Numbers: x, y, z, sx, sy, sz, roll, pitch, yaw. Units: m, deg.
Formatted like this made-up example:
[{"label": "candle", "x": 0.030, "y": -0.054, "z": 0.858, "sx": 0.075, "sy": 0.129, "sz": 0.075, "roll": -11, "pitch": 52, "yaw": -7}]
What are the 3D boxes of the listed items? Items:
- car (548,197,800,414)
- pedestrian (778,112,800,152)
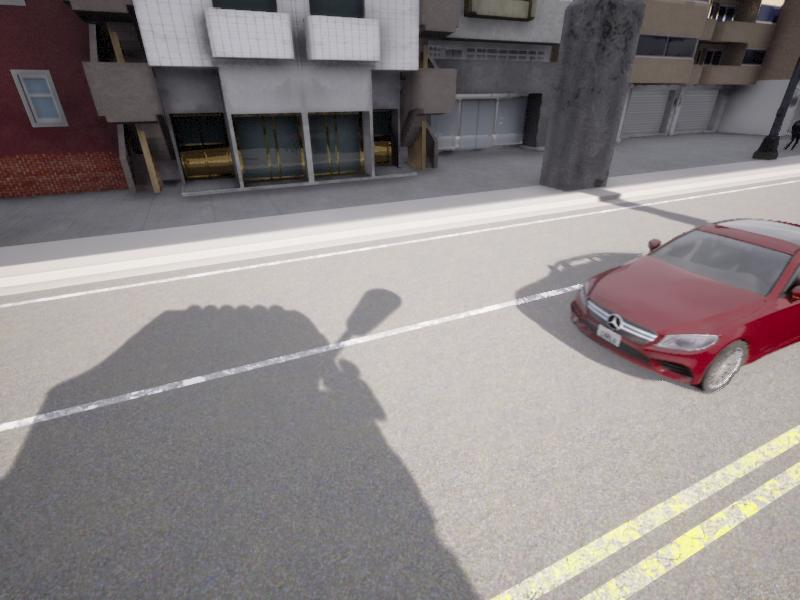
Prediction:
[{"label": "car", "x": 4.601, "y": -0.262, "z": 5.488, "sx": 4.674, "sy": 1.442, "sz": 1.812, "roll": -12, "pitch": 29, "yaw": -21}, {"label": "pedestrian", "x": 21.139, "y": -8.927, "z": 21.267, "sx": 0.751, "sy": 1.860, "sz": 0.751, "roll": -11, "pitch": 29, "yaw": -20}]
